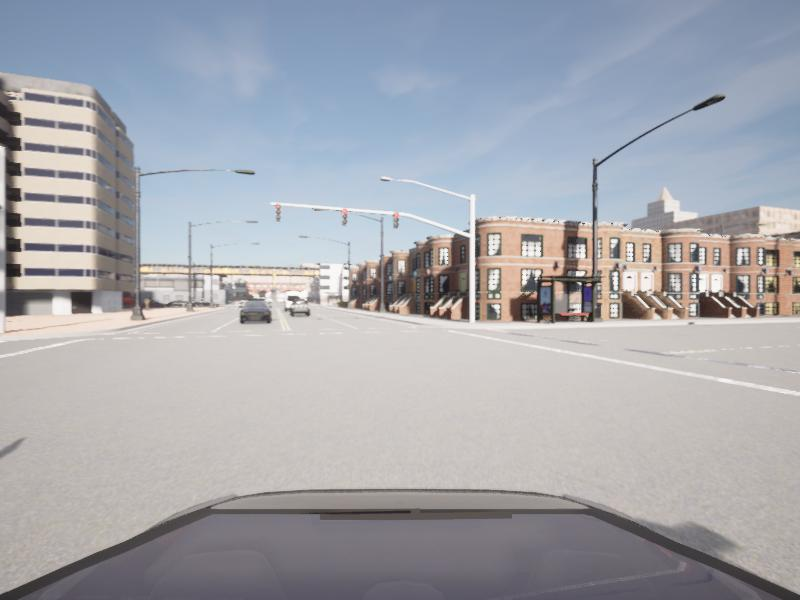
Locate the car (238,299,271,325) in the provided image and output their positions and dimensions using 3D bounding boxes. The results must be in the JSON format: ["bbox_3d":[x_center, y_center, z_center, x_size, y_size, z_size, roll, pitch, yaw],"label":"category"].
[{"bbox_3d":[-9.806,0.726,27.329,1.930,1.638,5.238,0,0,-18],"label":"car"}]

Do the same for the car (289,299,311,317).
[{"bbox_3d":[-9.717,0.727,38.703,1.851,1.617,3.988,0,0,-17],"label":"car"}]

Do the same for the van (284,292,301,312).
[{"bbox_3d":[-14.612,0.236,54.259,1.988,2.561,5.915,0,0,-17],"label":"van"}]

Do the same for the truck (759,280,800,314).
[{"bbox_3d":[46.646,-0.362,45.425,2.891,3.827,8.468,0,0,-17],"label":"truck"}]
